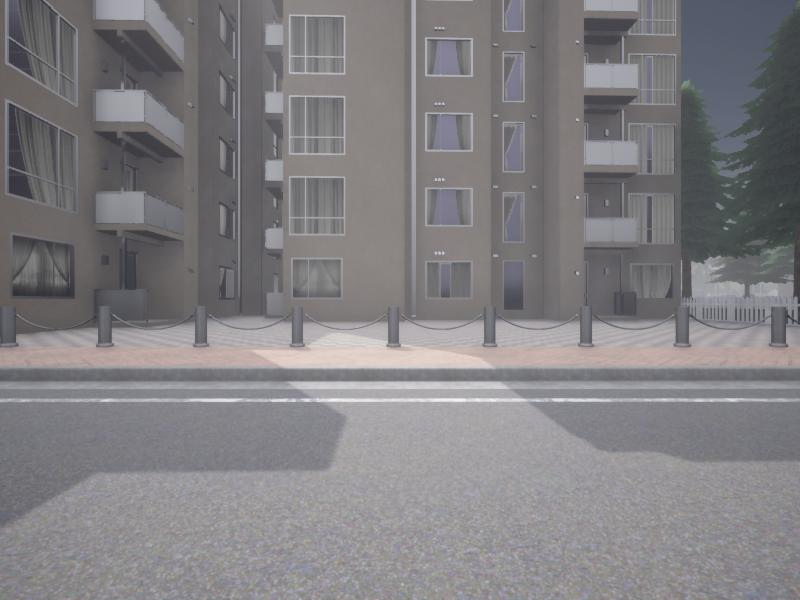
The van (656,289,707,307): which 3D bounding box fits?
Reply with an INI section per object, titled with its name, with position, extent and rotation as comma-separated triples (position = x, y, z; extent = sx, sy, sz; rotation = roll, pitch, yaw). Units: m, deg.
[van]
position = 40.253, -0.277, 57.331
extent = 5.915, 2.561, 1.988
rotation = 0, 0, -1
